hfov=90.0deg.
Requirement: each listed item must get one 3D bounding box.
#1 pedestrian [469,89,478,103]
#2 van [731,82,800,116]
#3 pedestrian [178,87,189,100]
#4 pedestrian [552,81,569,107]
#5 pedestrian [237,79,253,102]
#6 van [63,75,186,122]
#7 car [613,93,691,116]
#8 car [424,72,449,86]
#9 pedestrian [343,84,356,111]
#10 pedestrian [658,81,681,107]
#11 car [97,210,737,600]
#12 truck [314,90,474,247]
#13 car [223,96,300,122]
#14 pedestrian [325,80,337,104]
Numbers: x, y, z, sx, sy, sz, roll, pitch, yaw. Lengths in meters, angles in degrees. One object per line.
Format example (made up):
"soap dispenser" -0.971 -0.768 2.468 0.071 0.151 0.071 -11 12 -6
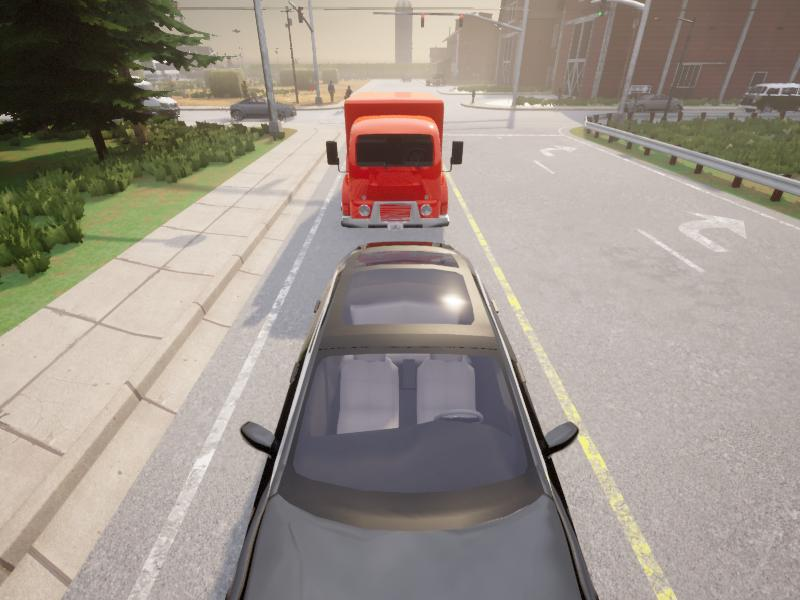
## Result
"pedestrian" 6.627 -18.383 36.076 0.500 1.100 0.500 -19 35 -29
"van" 27.553 -14.631 29.138 4.480 2.038 2.069 1 30 0
"pedestrian" -21.540 -20.552 39.775 0.500 1.100 0.500 8 31 14
"pedestrian" 13.121 -16.824 32.708 0.751 1.860 0.751 0 30 0
"pedestrian" -14.421 -19.572 37.348 0.751 1.860 0.751 15 33 23
"van" -17.657 -13.101 25.991 5.915 2.561 1.988 0 30 0
"car" 18.376 -14.349 29.310 4.181 1.385 1.994 0 30 0
"car" 6.297 -37.972 68.885 1.905 1.878 3.866 -31 40 -33
"pedestrian" -3.980 -15.977 31.518 0.751 1.860 0.751 4 30 6
"pedestrian" 21.957 -16.767 32.615 0.751 1.860 0.751 0 30 0
"car" 0.059 0.760 3.240 2.128 1.511 4.902 0 30 0
"truck" -0.137 -3.421 9.426 2.627 2.467 5.204 -1 30 -1
"car" -8.986 -12.595 26.289 4.181 1.385 1.994 0 30 0
"pedestrian" -6.060 -18.403 35.357 0.751 1.860 0.751 -10 32 -17
